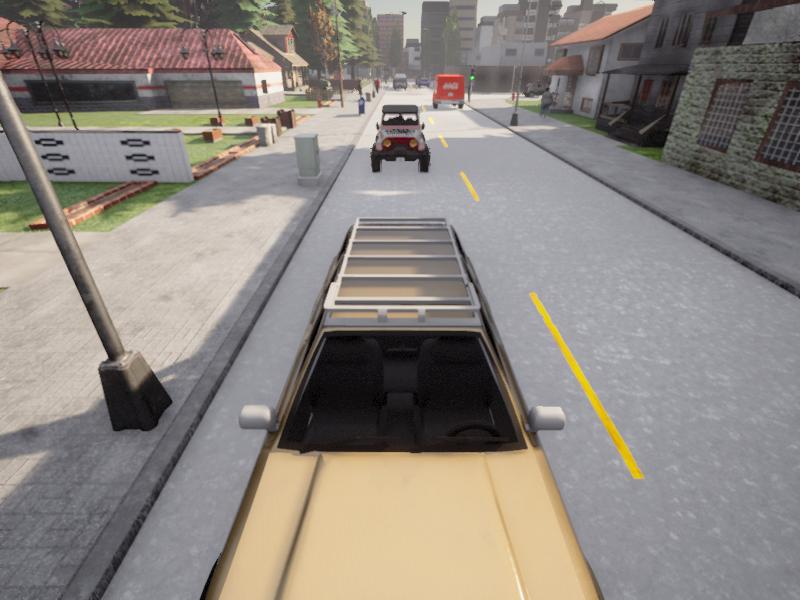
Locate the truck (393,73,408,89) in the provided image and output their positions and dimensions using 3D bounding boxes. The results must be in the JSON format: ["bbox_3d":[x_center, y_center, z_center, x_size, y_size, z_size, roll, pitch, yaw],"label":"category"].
[{"bbox_3d":[0.033,-36.448,66.491,2.390,2.098,6.274,0,30,0],"label":"truck"}]

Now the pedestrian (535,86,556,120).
[{"bbox_3d":[9.240,-12.539,25.459,0.751,1.860,0.751,0,30,0],"label":"pedestrian"}]

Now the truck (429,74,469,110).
[{"bbox_3d":[4.026,-17.777,34.087,2.627,2.467,5.204,0,30,0],"label":"truck"}]

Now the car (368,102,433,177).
[{"bbox_3d":[0.013,-5.696,13.937,1.905,1.878,3.866,0,30,0],"label":"car"}]

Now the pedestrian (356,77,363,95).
[{"bbox_3d":[-4.885,-25.718,48.060,0.751,1.860,0.751,-3,30,-5],"label":"pedestrian"}]

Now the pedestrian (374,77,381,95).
[{"bbox_3d":[-2.689,-25.678,47.994,0.751,1.860,0.751,-1,30,-2],"label":"pedestrian"}]

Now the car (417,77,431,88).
[{"bbox_3d":[4.036,-37.009,68.022,2.007,1.525,4.514,0,30,0],"label":"car"}]

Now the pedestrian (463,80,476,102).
[{"bbox_3d":[6.648,-19.934,38.146,0.751,1.860,0.751,-16,34,-25],"label":"pedestrian"}]

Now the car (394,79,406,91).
[{"bbox_3d":[0.035,-32.496,60.329,1.816,1.474,4.193,0,30,0],"label":"car"}]

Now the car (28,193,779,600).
[{"bbox_3d":[0.014,0.685,3.094,1.932,1.855,4.605,0,29,0],"label":"car"}]

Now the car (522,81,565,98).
[{"bbox_3d":[16.107,-23.735,45.177,3.988,1.617,1.851,0,30,0],"label":"car"}]

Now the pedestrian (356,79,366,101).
[{"bbox_3d":[-3.891,-20.875,39.752,0.751,1.860,0.751,-7,31,-12],"label":"pedestrian"}]
